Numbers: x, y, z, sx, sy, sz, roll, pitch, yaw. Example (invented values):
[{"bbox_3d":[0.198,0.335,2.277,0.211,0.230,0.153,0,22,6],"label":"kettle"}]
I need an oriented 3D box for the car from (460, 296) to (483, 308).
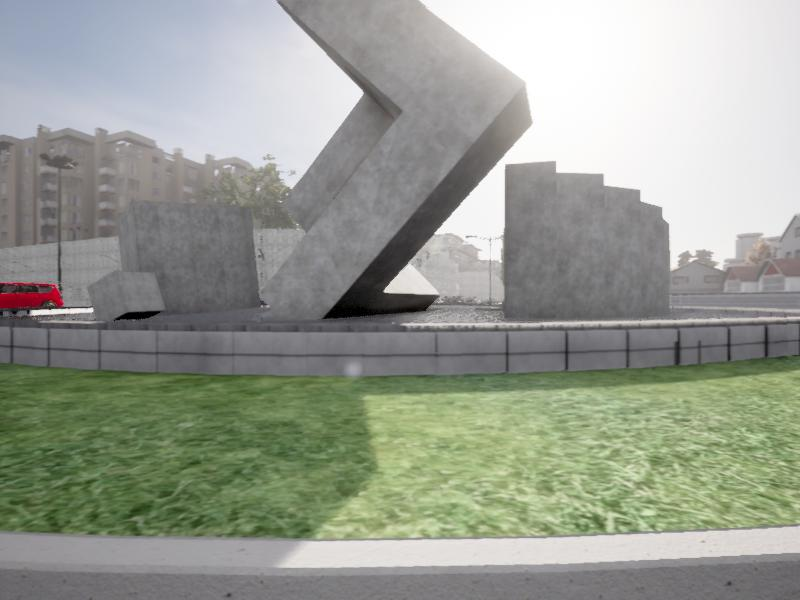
[{"bbox_3d":[9.810,0.306,54.437,2.038,1.542,4.974,0,0,24],"label":"car"}]

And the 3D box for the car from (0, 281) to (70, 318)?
[{"bbox_3d":[-22.809,-0.006,23.121,2.150,2.045,5.566,0,0,13],"label":"car"}]

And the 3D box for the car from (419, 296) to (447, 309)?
[{"bbox_3d":[4.277,0.299,50.759,2.038,1.542,4.974,0,0,25],"label":"car"}]

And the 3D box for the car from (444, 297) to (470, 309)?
[{"bbox_3d":[6.905,0.340,48.218,1.812,1.442,4.674,0,0,25],"label":"car"}]
